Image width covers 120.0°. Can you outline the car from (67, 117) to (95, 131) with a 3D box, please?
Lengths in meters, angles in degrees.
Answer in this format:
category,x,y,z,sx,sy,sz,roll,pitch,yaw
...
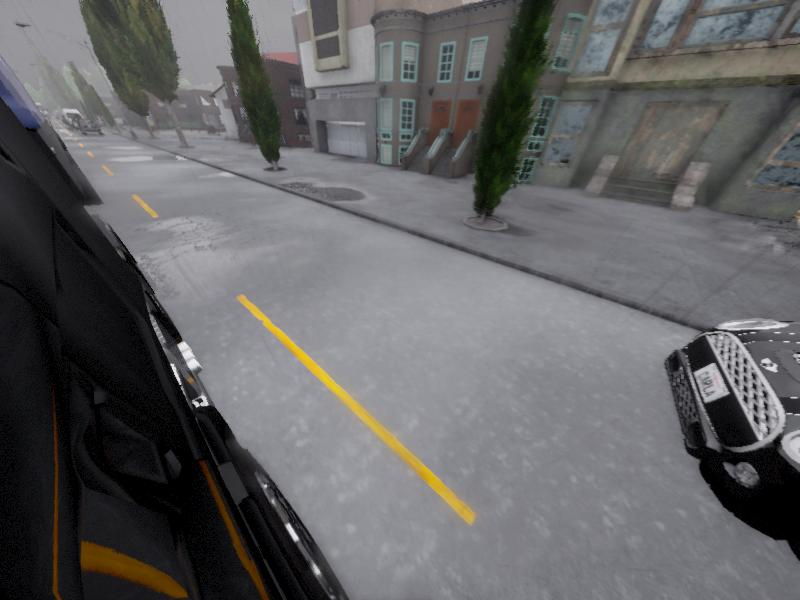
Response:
category,x,y,z,sx,sy,sz,roll,pitch,yaw
car,-48.975,-27.028,35.462,3.988,1.617,1.851,28,43,30

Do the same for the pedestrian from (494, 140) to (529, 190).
category,x,y,z,sx,sy,sz,roll,pitch,yaw
pedestrian,4.971,-6.049,10.380,0.751,1.860,0.751,23,41,25

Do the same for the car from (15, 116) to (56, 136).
category,x,y,z,sx,sy,sz,roll,pitch,yaw
car,-40.669,-19.474,25.867,5.366,1.575,1.801,28,43,30

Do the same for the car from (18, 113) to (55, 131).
category,x,y,z,sx,sy,sz,roll,pitch,yaw
car,-49.504,-24.301,31.533,4.605,1.855,1.932,28,43,30

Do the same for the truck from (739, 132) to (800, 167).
category,x,y,z,sx,sy,sz,roll,pitch,yaw
truck,54.869,-22.212,33.937,2.891,3.827,8.468,28,43,30

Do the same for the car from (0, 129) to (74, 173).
category,x,y,z,sx,sy,sz,roll,pitch,yaw
car,-17.834,-7.220,11.063,4.181,1.385,1.994,28,43,30

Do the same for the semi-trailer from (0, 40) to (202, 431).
category,x,y,z,sx,sy,sz,roll,pitch,yaw
semi-trailer,-8.703,-3.597,4.231,14.254,4.402,2.717,28,43,30

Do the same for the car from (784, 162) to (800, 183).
category,x,y,z,sx,sy,sz,roll,pitch,yaw
car,32.348,-9.755,17.567,1.851,1.617,3.988,28,43,30

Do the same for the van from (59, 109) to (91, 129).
category,x,y,z,sx,sy,sz,roll,pitch,yaw
van,-55.452,-30.865,39.407,5.915,2.561,1.988,28,43,30

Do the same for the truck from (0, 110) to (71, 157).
category,x,y,z,sx,sy,sz,roll,pitch,yaw
truck,-24.303,-10.969,15.065,6.274,2.098,2.390,28,44,30

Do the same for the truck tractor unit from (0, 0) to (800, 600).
category,x,y,z,sx,sy,sz,roll,pitch,yaw
truck tractor unit,-2.645,-0.295,0.351,6.516,4.208,3.053,28,44,30

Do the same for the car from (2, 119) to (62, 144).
category,x,y,z,sx,sy,sz,roll,pitch,yaw
car,-31.424,-14.520,19.869,4.902,1.511,2.128,28,43,30

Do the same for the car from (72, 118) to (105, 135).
category,x,y,z,sx,sy,sz,roll,pitch,yaw
car,-40.011,-22.226,29.640,3.705,1.549,1.789,28,44,30

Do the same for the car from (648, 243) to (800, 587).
category,x,y,z,sx,sy,sz,roll,pitch,yaw
car,4.178,1.248,1.027,3.806,1.475,1.970,25,42,27
